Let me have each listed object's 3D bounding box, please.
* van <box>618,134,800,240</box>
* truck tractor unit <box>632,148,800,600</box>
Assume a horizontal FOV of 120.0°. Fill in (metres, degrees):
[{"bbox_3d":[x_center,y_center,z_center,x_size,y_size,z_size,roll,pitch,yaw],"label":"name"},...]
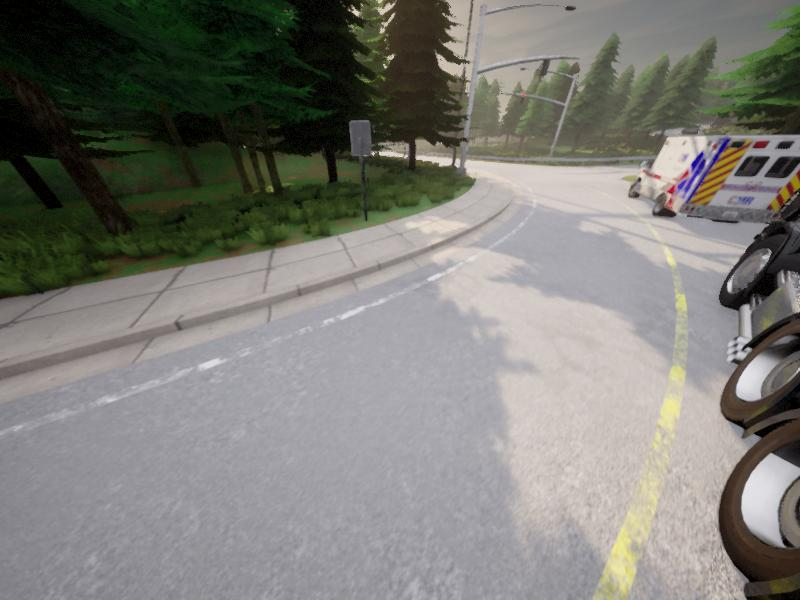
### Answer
[{"bbox_3d":[11.067,-4.601,8.595,2.351,2.431,6.366,16,38,21],"label":"van"},{"bbox_3d":[4.903,-0.463,1.043,6.516,4.208,3.053,-26,42,-33],"label":"truck tractor unit"}]
